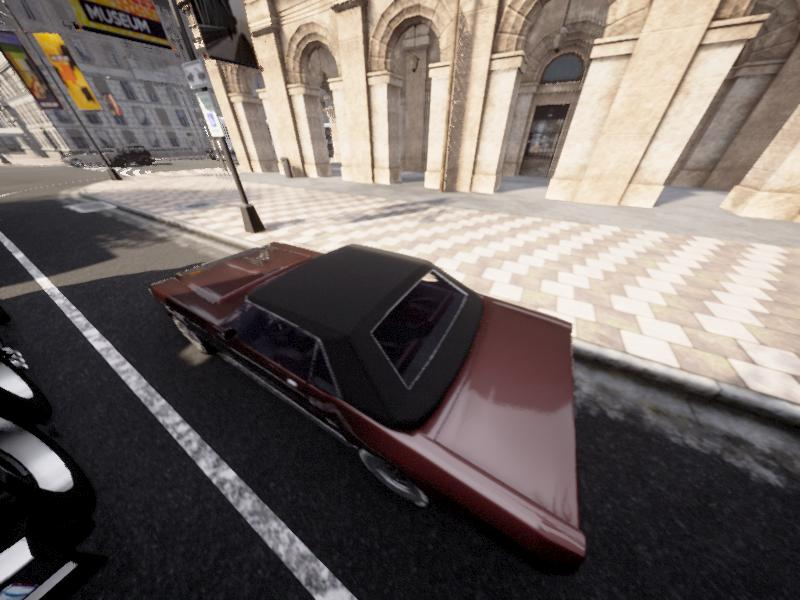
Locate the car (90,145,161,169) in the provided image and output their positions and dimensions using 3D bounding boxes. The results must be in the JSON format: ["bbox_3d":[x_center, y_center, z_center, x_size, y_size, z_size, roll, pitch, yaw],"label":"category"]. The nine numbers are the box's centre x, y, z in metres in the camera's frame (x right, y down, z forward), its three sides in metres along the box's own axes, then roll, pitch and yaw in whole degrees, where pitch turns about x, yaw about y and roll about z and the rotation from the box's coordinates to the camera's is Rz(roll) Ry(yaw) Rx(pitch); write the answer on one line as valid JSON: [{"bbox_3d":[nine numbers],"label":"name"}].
[{"bbox_3d":[-28.129,-14.870,23.878,1.905,1.878,3.866,15,37,20],"label":"car"}]

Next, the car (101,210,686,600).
[{"bbox_3d":[-0.795,0.154,2.640,4.718,1.301,1.895,18,39,24],"label":"car"}]

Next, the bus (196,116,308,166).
[{"bbox_3d":[-17.136,-19.457,28.316,3.944,4.253,10.273,19,39,25],"label":"bus"}]

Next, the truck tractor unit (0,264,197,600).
[{"bbox_3d":[-5.119,-0.290,0.793,6.516,4.208,3.053,18,39,24],"label":"truck tractor unit"}]

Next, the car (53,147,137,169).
[{"bbox_3d":[-32.289,-15.260,24.702,2.152,1.651,5.027,22,40,28],"label":"car"}]
